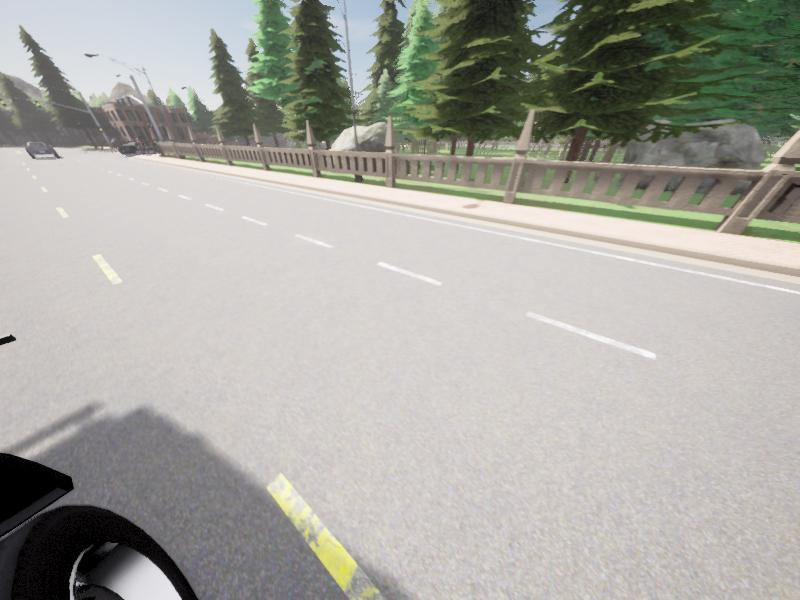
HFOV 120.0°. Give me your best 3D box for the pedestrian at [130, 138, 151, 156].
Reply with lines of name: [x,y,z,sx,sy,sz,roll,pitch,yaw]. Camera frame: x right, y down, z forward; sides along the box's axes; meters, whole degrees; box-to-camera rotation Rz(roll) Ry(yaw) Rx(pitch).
pedestrian: [-33.050,-19.548,29.448,0.751,1.860,0.751,8,36,11]

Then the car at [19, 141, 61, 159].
car: [-43.818,-18.323,28.139,5.027,1.651,2.152,24,41,29]

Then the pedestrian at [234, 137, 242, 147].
pedestrian: [-38.056,-37.023,54.188,0.751,1.860,0.751,23,41,29]

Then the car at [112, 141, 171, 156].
car: [-35.776,-21.164,32.215,1.930,1.638,5.238,5,35,9]

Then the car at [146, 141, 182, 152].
car: [-41.581,-27.161,40.817,1.970,1.475,3.806,22,41,28]

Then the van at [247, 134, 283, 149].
van: [-29.083,-34.223,49.970,1.988,2.561,5.915,22,41,28]

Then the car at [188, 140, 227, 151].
car: [-37.644,-30.381,45.322,1.801,1.575,5.366,22,41,28]
